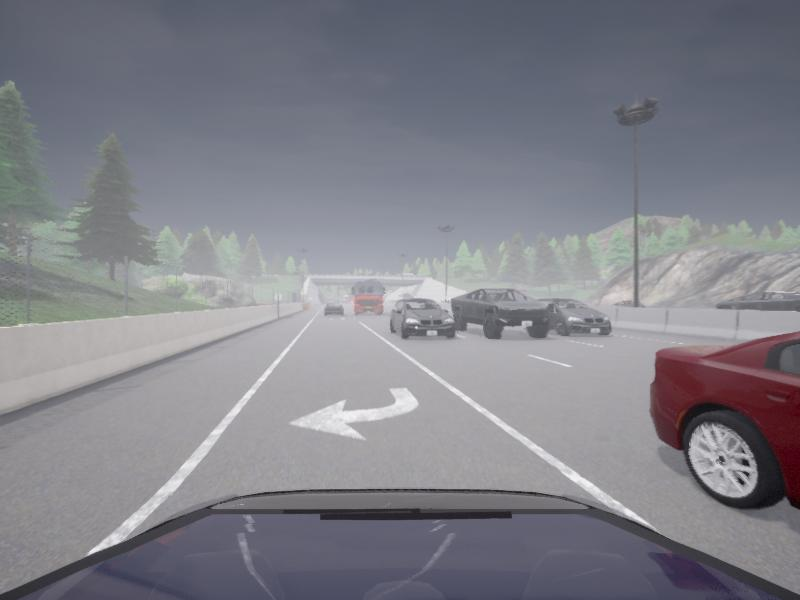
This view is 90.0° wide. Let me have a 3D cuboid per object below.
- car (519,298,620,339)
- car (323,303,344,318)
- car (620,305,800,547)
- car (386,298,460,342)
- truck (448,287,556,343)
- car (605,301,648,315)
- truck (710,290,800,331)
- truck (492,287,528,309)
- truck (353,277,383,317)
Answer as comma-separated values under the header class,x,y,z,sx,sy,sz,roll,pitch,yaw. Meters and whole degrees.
class,x,y,z,sx,sy,sz,roll,pitch,yaw
car,7.731,0.754,18.888,2.242,1.667,4.611,0,0,-10
car,-6.456,0.957,39.037,1.895,1.301,4.718,0,0,-9
car,3.659,0.821,1.862,1.882,1.535,5.008,0,0,-10
car,0.842,0.759,17.628,2.242,1.667,4.611,0,0,-10
truck,4.282,0.543,18.277,2.390,2.098,6.274,0,0,-10
car,24.630,0.845,43.695,1.816,1.474,4.193,0,0,-10
truck,21.354,0.532,22.466,2.390,2.098,6.274,0,0,-11
truck,19.570,-0.324,72.089,2.891,3.827,8.468,0,0,-10
truck,-3.479,-0.309,43.188,2.891,3.827,8.468,0,0,-5
